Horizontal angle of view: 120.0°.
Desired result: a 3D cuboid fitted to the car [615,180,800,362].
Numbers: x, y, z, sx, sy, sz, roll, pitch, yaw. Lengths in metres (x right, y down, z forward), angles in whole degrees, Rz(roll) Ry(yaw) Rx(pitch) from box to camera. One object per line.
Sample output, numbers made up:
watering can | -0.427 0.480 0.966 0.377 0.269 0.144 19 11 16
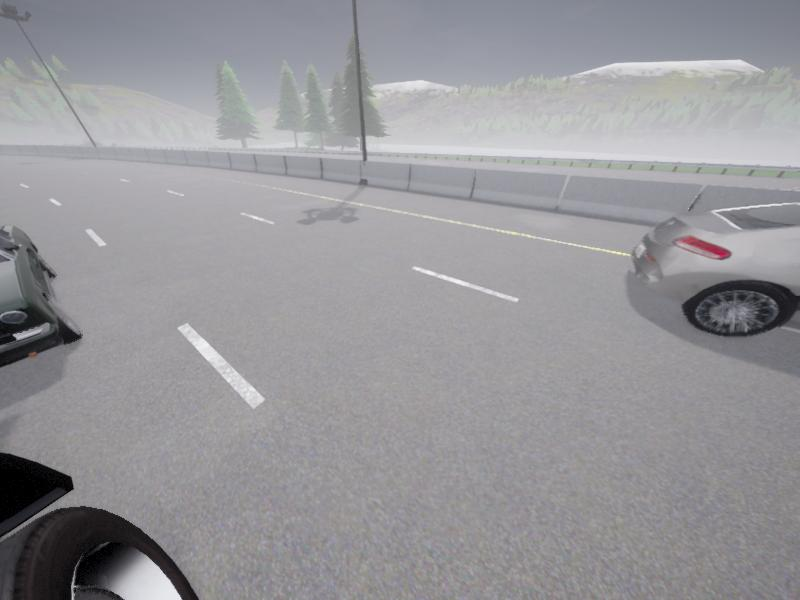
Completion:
car | 6.230 -0.158 2.779 5.027 1.651 2.152 22 41 28

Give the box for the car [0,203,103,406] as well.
car | -6.146 -0.130 2.939 4.718 1.301 1.895 22 41 28
